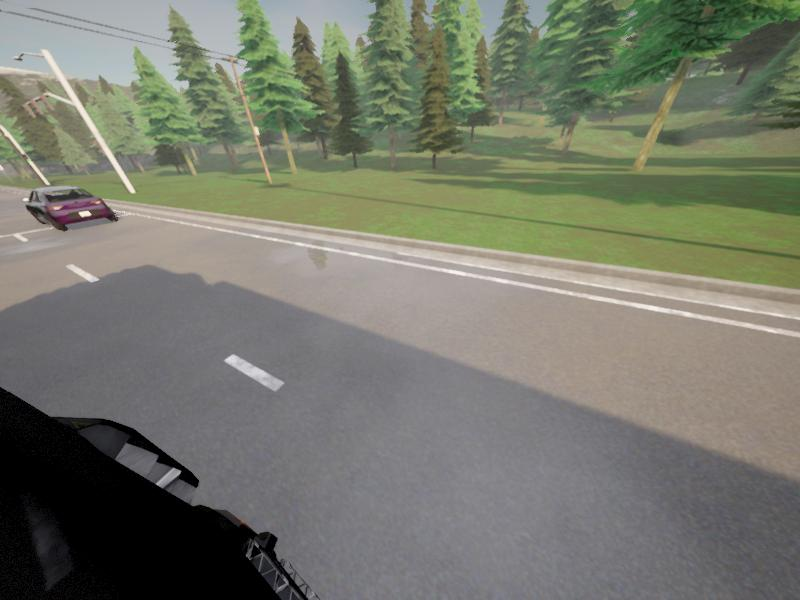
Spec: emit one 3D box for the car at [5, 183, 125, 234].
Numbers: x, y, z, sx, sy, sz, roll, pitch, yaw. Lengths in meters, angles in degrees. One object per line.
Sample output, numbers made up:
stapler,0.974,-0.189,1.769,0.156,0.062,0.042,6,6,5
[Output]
car,-14.400,-4.088,9.966,4.193,1.474,1.816,15,37,24
